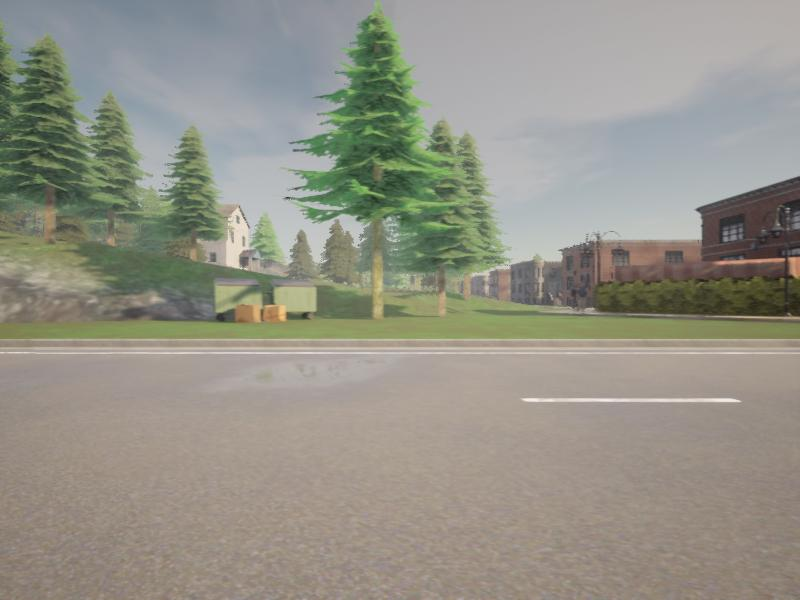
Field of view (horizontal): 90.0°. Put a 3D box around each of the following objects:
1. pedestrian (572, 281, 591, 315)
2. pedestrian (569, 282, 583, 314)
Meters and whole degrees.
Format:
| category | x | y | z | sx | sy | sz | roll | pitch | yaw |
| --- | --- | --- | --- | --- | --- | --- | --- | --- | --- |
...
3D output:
| category | x | y | z | sx | sy | sz | roll | pitch | yaw |
| --- | --- | --- | --- | --- | --- | --- | --- | --- | --- |
| pedestrian | 10.233 | -0.113 | 22.541 | 0.751 | 1.860 | 0.751 | 0 | 0 | 2 |
| pedestrian | 10.275 | -0.113 | 23.385 | 0.751 | 1.860 | 0.751 | 0 | 0 | 22 |
